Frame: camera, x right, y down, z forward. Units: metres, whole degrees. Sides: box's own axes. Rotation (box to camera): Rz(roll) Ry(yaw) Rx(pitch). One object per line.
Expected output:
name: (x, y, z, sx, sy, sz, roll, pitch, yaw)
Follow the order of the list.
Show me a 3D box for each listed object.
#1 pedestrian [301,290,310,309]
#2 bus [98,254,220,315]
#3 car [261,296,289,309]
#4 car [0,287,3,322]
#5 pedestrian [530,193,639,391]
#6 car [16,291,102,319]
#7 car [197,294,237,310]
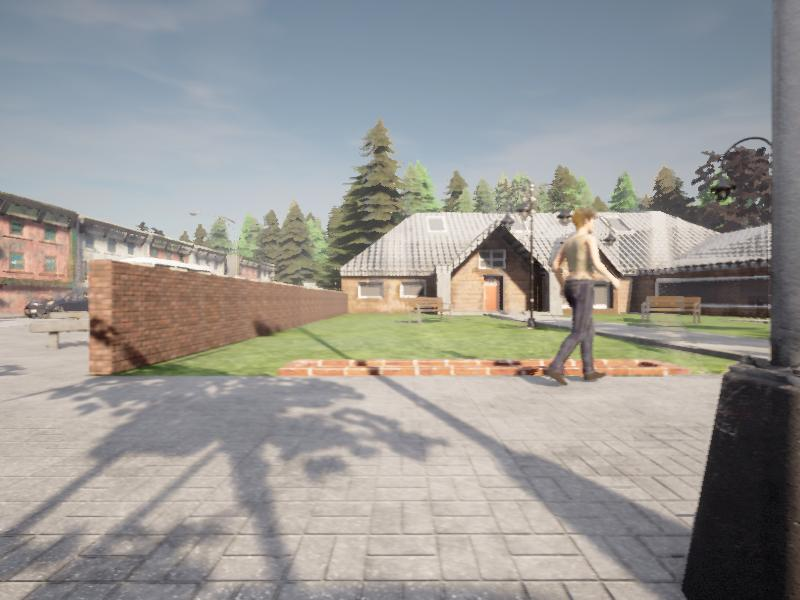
pedestrian: (-9.432, -0.054, 39.881, 0.751, 1.860, 0.751, 0, 0, -26)
bus: (-19.203, -1.107, 33.173, 3.944, 4.253, 10.273, 0, 0, 0)
car: (-15.290, 0.244, 49.315, 1.882, 1.535, 5.008, 0, 0, 0)
car: (-19.353, 0.215, 16.573, 1.851, 1.617, 3.988, 0, 0, 0)
pedestrian: (1.880, -0.078, 4.180, 0.751, 1.860, 0.751, 0, 0, -6)
car: (-19.339, 0.254, 22.932, 1.845, 1.501, 3.633, 0, 0, 0)
car: (-19.303, 0.228, 42.472, 1.801, 1.575, 5.366, 0, 0, 0)
